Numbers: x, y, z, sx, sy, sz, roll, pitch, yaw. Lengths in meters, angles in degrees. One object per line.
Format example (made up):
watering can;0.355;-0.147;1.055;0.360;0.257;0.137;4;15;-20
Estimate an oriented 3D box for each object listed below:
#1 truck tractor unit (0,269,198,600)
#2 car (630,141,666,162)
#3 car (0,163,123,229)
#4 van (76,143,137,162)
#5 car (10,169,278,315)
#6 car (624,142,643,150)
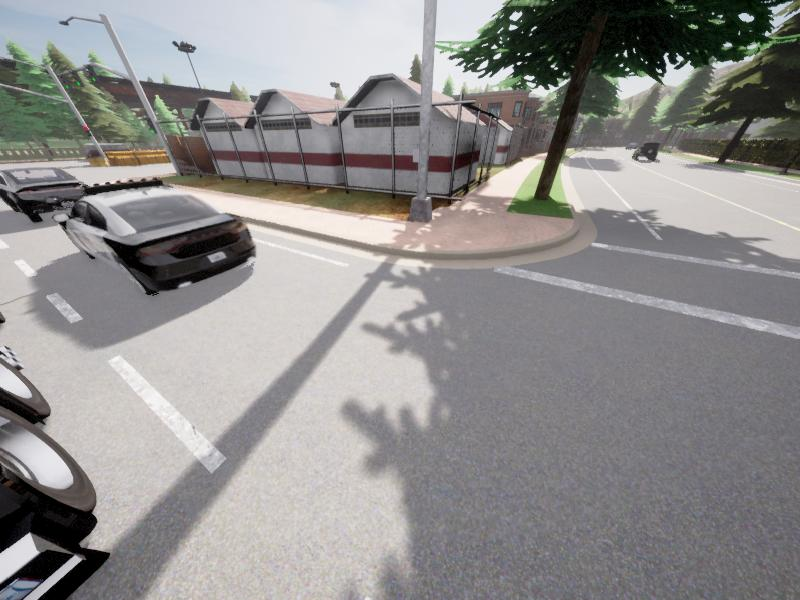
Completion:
truck tractor unit;-5.120;-0.292;0.767;6.516;4.208;3.053;18;39;24
car;29.596;-17.889;27.738;1.905;1.878;3.866;21;40;27
car;-13.222;-4.063;8.604;4.902;1.511;2.128;18;39;24
van;-39.632;-20.080;31.376;1.775;1.987;4.442;16;38;22
car;-5.436;-1.639;4.954;5.238;1.638;1.930;18;39;24
car;54.438;-35.913;53.854;5.357;1.411;2.033;-28;44;-34
